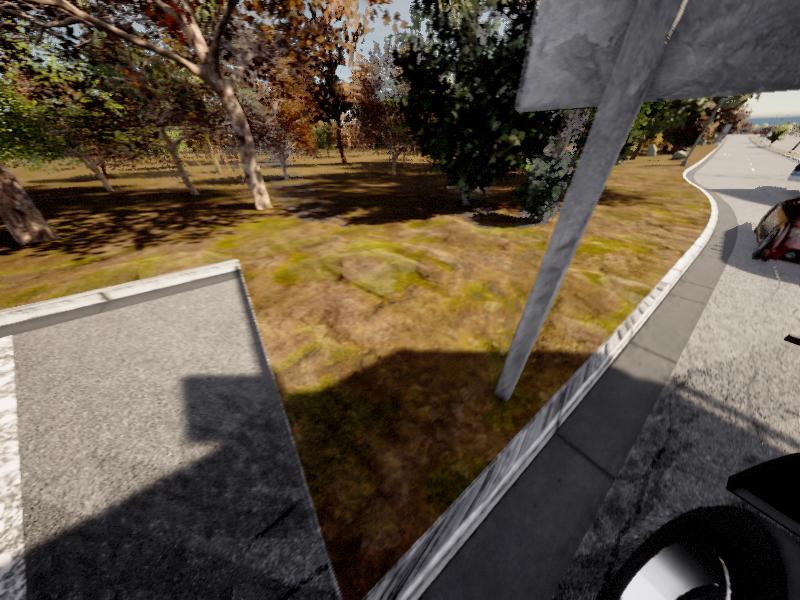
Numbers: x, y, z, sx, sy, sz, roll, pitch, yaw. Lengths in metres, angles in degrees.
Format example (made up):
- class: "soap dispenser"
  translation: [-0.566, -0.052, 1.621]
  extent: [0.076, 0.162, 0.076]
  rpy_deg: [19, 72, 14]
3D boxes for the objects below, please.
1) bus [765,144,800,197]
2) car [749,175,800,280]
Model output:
- class: "bus"
  translation: [19.533, -4.653, 6.563]
  extent: [3.944, 4.253, 10.273]
  rpy_deg: [9, 34, 18]
- class: "car"
  translation: [9.471, -1.524, 4.810]
  extent: [4.181, 1.385, 1.994]
  rpy_deg: [-25, 42, -31]
